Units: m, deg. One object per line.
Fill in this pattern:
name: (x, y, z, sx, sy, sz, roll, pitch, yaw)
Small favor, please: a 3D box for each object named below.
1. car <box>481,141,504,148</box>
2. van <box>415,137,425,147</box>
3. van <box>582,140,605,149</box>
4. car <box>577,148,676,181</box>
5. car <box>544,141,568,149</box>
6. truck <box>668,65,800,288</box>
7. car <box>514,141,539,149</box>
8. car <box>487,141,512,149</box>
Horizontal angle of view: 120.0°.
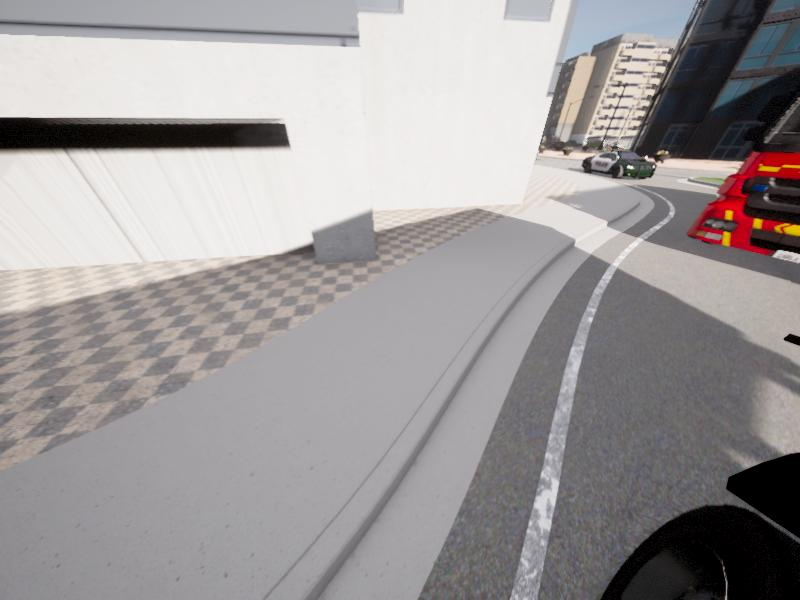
car: (24.776, -41.885, 62.204, 5.238, 1.638, 1.930, -5, 35, -8)
van: (6.279, -49.881, 72.876, 1.988, 2.561, 5.915, -5, 35, -6)
van: (52.447, -42.186, 62.655, 4.442, 1.987, 1.775, -4, 35, -7)
car: (14.909, -9.326, 15.745, 2.038, 1.542, 4.974, 1, 35, 2)
car: (41.454, -41.187, 61.374, 4.856, 1.649, 2.033, -4, 35, -7)
truck: (10.836, -3.038, 4.817, 8.468, 3.827, 2.891, -16, 38, -20)
car: (33.132, -40.507, 60.350, 5.366, 1.575, 1.801, -5, 35, -7)
car: (25.550, -39.925, 59.406, 5.238, 1.638, 1.930, -5, 35, -7)
